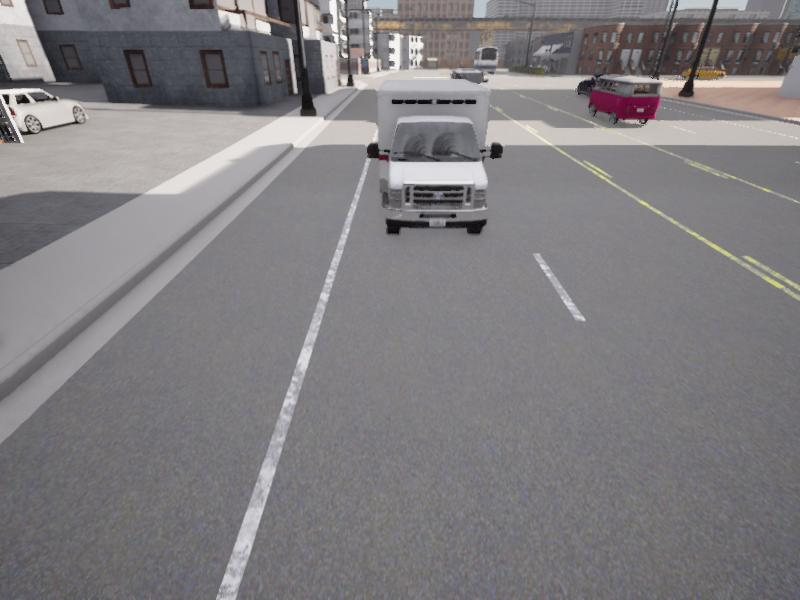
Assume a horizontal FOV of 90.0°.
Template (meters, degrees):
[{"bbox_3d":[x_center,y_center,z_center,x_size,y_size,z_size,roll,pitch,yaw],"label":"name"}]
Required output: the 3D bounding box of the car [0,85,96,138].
[{"bbox_3d":[-14.763,-7.669,16.091,1.970,1.475,3.806,0,32,0],"label":"car"}]

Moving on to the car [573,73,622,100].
[{"bbox_3d":[14.799,-16.189,30.251,1.845,1.501,3.633,0,32,0],"label":"car"}]

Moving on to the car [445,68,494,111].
[{"bbox_3d":[4.274,-13.620,25.676,2.150,2.045,5.566,0,32,0],"label":"car"}]

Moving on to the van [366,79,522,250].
[{"bbox_3d":[0.672,-3.626,9.372,2.351,2.431,6.366,0,32,0],"label":"van"}]

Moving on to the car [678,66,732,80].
[{"bbox_3d":[38.830,-28.954,51.071,5.008,1.535,1.882,1,31,1],"label":"car"}]

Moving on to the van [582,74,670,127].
[{"bbox_3d":[11.237,-10.245,20.365,1.775,1.987,4.442,0,32,0],"label":"van"}]

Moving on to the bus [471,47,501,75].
[{"bbox_3d":[15.944,-45.154,75.515,3.944,4.253,10.273,2,31,3],"label":"bus"}]

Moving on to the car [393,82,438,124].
[{"bbox_3d":[0.744,-10.616,21.402,2.128,1.511,4.902,0,32,0],"label":"car"}]
